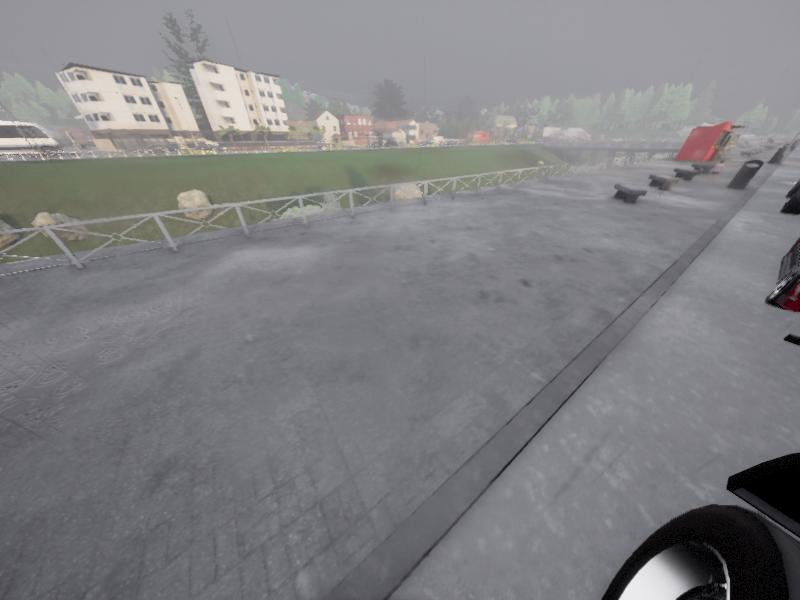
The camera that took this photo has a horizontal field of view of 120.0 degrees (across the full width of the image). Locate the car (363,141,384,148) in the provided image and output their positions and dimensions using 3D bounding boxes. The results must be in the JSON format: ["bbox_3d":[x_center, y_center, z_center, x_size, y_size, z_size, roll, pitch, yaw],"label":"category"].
[{"bbox_3d":[-6.887,-40.815,60.528,4.892,1.490,1.837,-22,41,-28],"label":"car"}]

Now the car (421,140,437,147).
[{"bbox_3d":[8.136,-44.086,65.056,4.193,1.474,1.816,-22,41,-28],"label":"car"}]

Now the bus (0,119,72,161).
[{"bbox_3d":[-53.180,-20.886,30.298,3.944,4.253,10.273,10,36,21],"label":"bus"}]

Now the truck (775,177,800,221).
[{"bbox_3d":[15.704,-4.061,7.715,6.274,2.098,2.390,-22,41,-28],"label":"truck"}]

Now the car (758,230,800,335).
[{"bbox_3d":[7.595,-0.476,3.331,4.181,1.385,1.994,-22,41,-28],"label":"car"}]

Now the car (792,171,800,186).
[{"bbox_3d":[24.008,-7.188,12.587,4.902,1.511,2.128,-22,41,-28],"label":"car"}]

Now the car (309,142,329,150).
[{"bbox_3d":[-18.845,-35.924,53.792,3.806,1.475,1.970,-22,41,-28],"label":"car"}]

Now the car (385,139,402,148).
[{"bbox_3d":[-1.653,-40.276,59.401,3.866,1.878,1.905,-22,41,-28],"label":"car"}]

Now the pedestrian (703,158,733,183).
[{"bbox_3d":[17.334,-7.084,12.628,0.500,1.100,0.500,-30,45,-35],"label":"pedestrian"}]

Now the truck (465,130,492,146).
[{"bbox_3d":[25.060,-51.899,73.955,8.468,3.827,2.891,-22,41,-28],"label":"truck"}]

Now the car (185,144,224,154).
[{"bbox_3d":[-36.803,-28.649,43.625,5.357,1.411,2.033,-22,41,-28],"label":"car"}]

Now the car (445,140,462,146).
[{"bbox_3d":[16.089,-47.303,69.558,4.792,1.488,2.163,-22,41,-28],"label":"car"}]

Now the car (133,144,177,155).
[{"bbox_3d":[-42.488,-26.303,40.260,4.892,1.490,1.837,-21,40,-27],"label":"car"}]

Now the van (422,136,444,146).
[{"bbox_3d":[10.050,-48.060,69.849,6.366,2.431,2.351,-22,41,-28],"label":"van"}]
